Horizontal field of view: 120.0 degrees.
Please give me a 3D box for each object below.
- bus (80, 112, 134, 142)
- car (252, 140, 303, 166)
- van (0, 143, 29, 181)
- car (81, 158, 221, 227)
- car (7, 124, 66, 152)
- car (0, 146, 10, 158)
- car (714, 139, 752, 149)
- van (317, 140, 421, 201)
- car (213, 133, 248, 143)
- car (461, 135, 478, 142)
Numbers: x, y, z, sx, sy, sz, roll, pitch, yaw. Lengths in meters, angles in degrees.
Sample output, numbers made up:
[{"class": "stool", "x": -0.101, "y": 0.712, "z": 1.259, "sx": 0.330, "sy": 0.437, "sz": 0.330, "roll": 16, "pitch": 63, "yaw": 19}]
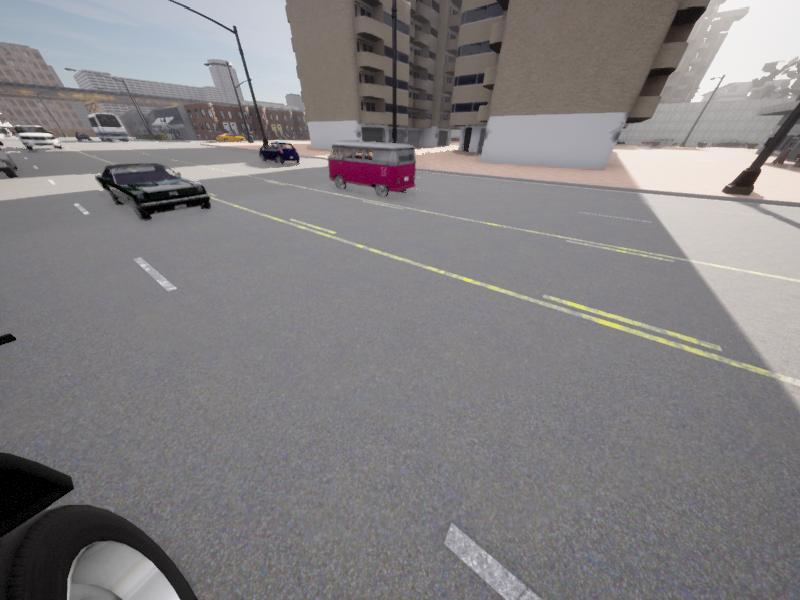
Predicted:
[{"class": "bus", "x": -56.978, "y": -33.413, "z": 44.903, "sx": 10.273, "sy": 4.253, "sz": 3.944, "roll": 24, "pitch": 42, "yaw": 30}, {"class": "car", "x": -10.125, "y": -12.221, "z": 19.126, "sx": 3.633, "sy": 1.501, "sz": 1.845, "roll": 24, "pitch": 41, "yaw": 27}, {"class": "van", "x": -21.860, "y": -7.625, "z": 11.512, "sx": 6.366, "sy": 2.431, "sz": 2.351, "roll": 24, "pitch": 41, "yaw": 27}, {"class": "car", "x": -8.579, "y": -3.899, "z": 7.952, "sx": 4.718, "sy": 1.301, "sz": 1.895, "roll": 23, "pitch": 41, "yaw": 27}, {"class": "car", "x": -36.488, "y": -16.299, "z": 23.183, "sx": 5.566, "sy": 2.045, "sz": 2.150, "roll": 23, "pitch": 41, "yaw": 27}, {"class": "car", "x": -32.397, "y": -11.823, "z": 17.578, "sx": 4.902, "sy": 1.511, "sz": 2.128, "roll": 24, "pitch": 41, "yaw": 27}, {"class": "car", "x": 64.269, "y": -30.301, "z": 44.736, "sx": 3.633, "sy": 1.501, "sz": 1.845, "roll": 24, "pitch": 41, "yaw": 29}, {"class": "van", "x": -1.479, "y": -6.147, "z": 10.722, "sx": 4.442, "sy": 1.987, "sz": 1.775, "roll": 23, "pitch": 41, "yaw": 27}, {"class": "car", "x": -33.688, "y": -32.264, "z": 46.001, "sx": 1.882, "sy": 1.535, "sz": 5.008, "roll": 23, "pitch": 41, "yaw": 29}, {"class": "car", "x": 22.023, "y": -51.393, "z": 73.610, "sx": 4.553, "sy": 1.767, "sz": 2.097, "roll": 24, "pitch": 41, "yaw": 29}]
